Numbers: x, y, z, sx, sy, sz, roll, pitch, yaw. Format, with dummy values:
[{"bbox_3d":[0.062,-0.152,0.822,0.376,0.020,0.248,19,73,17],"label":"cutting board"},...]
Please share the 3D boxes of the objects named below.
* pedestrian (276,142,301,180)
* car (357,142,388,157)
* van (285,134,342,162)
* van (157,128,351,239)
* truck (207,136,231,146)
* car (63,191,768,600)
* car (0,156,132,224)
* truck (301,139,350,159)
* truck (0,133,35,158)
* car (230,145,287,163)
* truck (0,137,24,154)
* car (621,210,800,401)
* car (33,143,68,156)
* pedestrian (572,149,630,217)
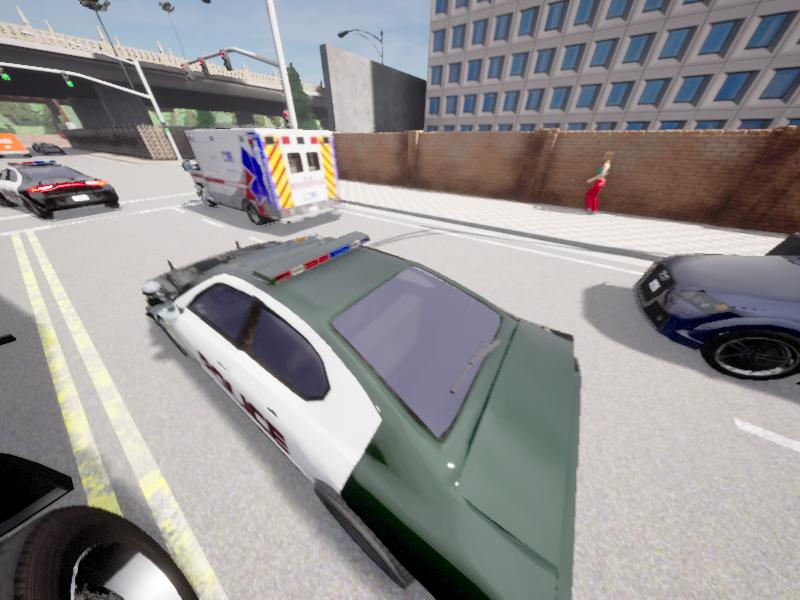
[{"bbox_3d":[-6.600,-8.234,13.701,0.751,1.860,0.751,-22,41,-29],"label":"pedestrian"},{"bbox_3d":[-4.053,-22.581,34.600,2.097,1.767,4.553,22,40,27],"label":"car"},{"bbox_3d":[-9.930,-17.993,27.301,1.988,2.561,5.915,22,40,27],"label":"van"},{"bbox_3d":[-4.975,-4.268,7.895,6.366,2.431,2.351,21,40,27],"label":"van"},{"bbox_3d":[-58.801,-51.747,75.196,2.627,2.467,5.204,22,40,28],"label":"truck"},{"bbox_3d":[-0.984,0.098,2.472,4.974,1.542,2.038,21,40,27],"label":"car"},{"bbox_3d":[-12.907,-4.185,8.432,4.974,1.542,2.038,15,38,19],"label":"car"},{"bbox_3d":[-10.169,-21.165,32.228,2.390,2.098,6.274,22,40,27],"label":"truck"},{"bbox_3d":[-49.110,-19.283,28.811,5.204,2.467,2.627,22,40,27],"label":"truck"},{"bbox_3d":[-15.639,-16.387,25.840,1.837,1.490,4.892,22,40,28],"label":"car"},{"bbox_3d":[-60.658,-23.690,35.298,6.274,2.098,2.390,22,40,27],"label":"truck"},{"bbox_3d":[5.452,0.284,2.430,4.181,1.385,1.994,22,40,27],"label":"car"},{"bbox_3d":[-50.365,-21.756,33.280,4.181,1.385,1.994,22,40,27],"label":"car"},{"bbox_3d":[6.496,-3.816,7.578,0.751,1.860,0.751,22,40,28],"label":"pedestrian"}]
